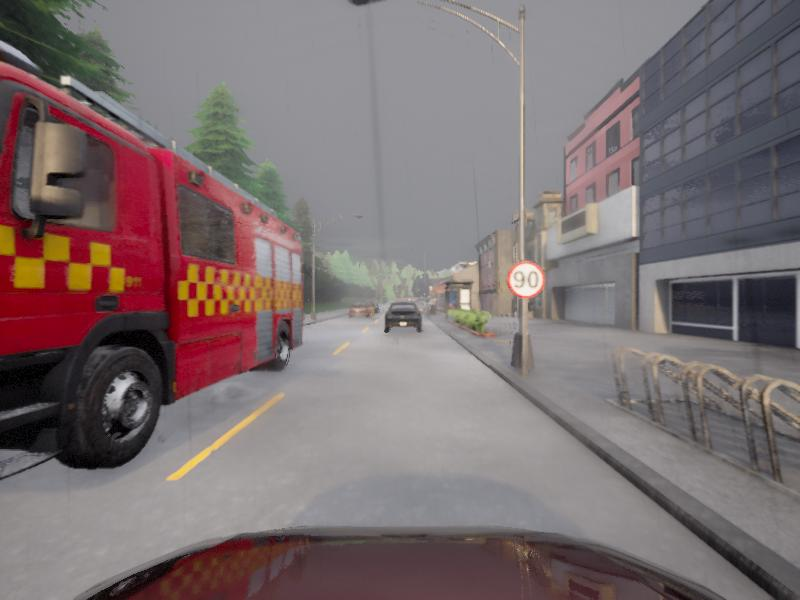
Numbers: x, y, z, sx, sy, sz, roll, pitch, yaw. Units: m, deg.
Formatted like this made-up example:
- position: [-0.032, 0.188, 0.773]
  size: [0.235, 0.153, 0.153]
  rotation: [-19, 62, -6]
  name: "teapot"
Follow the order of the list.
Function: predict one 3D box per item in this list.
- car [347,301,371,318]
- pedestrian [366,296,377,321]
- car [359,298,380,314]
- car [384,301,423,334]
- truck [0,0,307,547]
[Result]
- position: [-3.664, 0.825, 36.637]
  size: [1.789, 1.549, 3.705]
  rotation: [0, 0, 1]
  name: "car"
- position: [-2.204, 0.646, 31.106]
  size: [0.751, 1.860, 0.751]
  rotation: [0, 0, 6]
  name: "pedestrian"
- position: [-3.557, 0.707, 46.901]
  size: [2.097, 1.767, 4.553]
  rotation: [0, 0, 1]
  name: "car"
- position: [0.179, 0.852, 21.318]
  size: [1.837, 1.490, 4.892]
  rotation: [0, 0, 1]
  name: "car"
- position: [-3.978, -0.318, 6.478]
  size: [2.891, 3.827, 8.468]
  rotation: [0, 0, 1]
  name: "truck"
